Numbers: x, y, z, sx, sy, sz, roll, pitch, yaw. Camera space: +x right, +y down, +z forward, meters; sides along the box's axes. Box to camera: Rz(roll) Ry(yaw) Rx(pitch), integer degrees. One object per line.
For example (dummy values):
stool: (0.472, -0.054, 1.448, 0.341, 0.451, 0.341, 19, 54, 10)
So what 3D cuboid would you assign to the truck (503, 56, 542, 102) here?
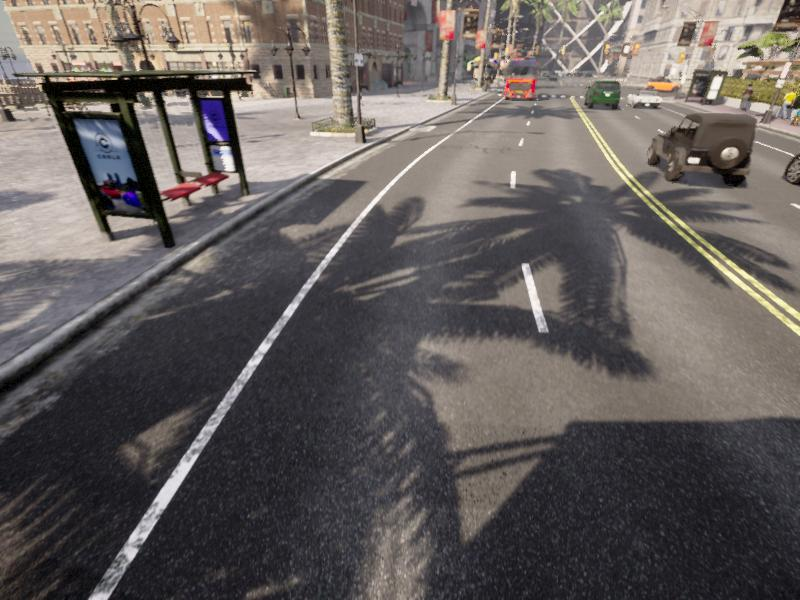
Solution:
truck: (12.811, -23.012, 41.541, 2.891, 3.827, 8.468, 10, 32, 15)

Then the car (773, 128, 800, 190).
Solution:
car: (12.367, -3.458, 10.542, 1.970, 1.475, 3.806, 7, 31, 12)

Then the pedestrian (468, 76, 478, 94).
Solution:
pedestrian: (8.446, -24.779, 46.096, 0.751, 1.860, 0.751, 18, 35, 27)

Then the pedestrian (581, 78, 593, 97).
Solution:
pedestrian: (21.096, -23.977, 45.164, 0.751, 1.860, 0.751, 13, 33, 20)

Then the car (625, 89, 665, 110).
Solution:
car: (20.873, -17.237, 34.285, 1.895, 1.301, 4.718, 10, 32, 15)

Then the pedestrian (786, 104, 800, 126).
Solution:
pedestrian: (22.434, -10.426, 22.542, 0.500, 1.100, 0.500, 11, 32, 18)

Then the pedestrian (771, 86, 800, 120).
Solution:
pedestrian: (24.369, -12.368, 25.121, 0.751, 1.860, 0.751, 9, 32, 14)

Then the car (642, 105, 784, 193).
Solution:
car: (9.354, -4.854, 12.478, 1.905, 1.878, 3.866, 8, 31, 13)

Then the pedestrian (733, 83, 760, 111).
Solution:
pedestrian: (26.267, -15.417, 30.336, 0.751, 1.860, 0.751, 9, 32, 15)

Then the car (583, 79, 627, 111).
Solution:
car: (16.925, -17.164, 33.376, 2.150, 2.045, 5.566, 9, 31, 14)

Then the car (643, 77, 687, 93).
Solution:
car: (36.009, -29.268, 54.449, 4.553, 1.767, 2.097, 15, 33, 23)
